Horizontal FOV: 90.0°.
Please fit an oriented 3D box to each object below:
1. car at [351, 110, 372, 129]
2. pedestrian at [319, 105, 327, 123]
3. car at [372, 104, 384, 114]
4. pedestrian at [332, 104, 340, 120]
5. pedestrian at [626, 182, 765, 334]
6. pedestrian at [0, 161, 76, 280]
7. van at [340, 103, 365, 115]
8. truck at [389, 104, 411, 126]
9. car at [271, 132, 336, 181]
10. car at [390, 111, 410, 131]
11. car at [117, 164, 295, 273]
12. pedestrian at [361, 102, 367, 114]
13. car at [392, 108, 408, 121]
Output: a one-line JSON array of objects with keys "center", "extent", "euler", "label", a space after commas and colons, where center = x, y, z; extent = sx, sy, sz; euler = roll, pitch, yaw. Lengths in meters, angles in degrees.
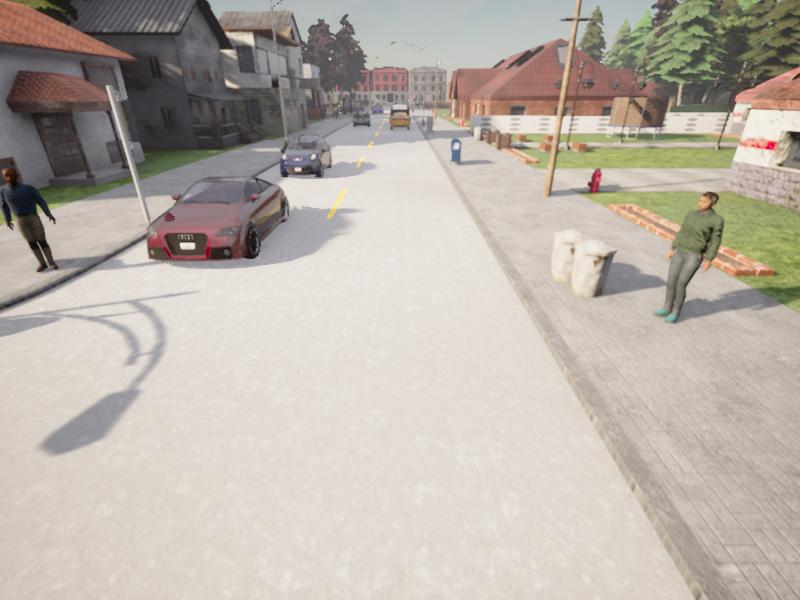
[{"center": [-3.999, -19.112, 42.264], "extent": [1.851, 1.617, 3.988], "euler": [0, 27, 0], "label": "car"}, {"center": [-9.217, -22.311, 47.958], "extent": [0.751, 1.860, 0.751], "euler": [0, 27, 0], "label": "pedestrian"}, {"center": [-3.985, -34.901, 73.221], "extent": [2.007, 1.525, 4.514], "euler": [0, 27, 0], "label": "car"}, {"center": [-8.480, -24.963, 53.145], "extent": [0.751, 1.860, 0.751], "euler": [1, 27, 1], "label": "pedestrian"}, {"center": [3.920, -0.576, 5.463], "extent": [0.751, 1.860, 0.751], "euler": [-7, 28, -13], "label": "pedestrian"}, {"center": [-6.621, -1.420, 7.117], "extent": [0.751, 1.860, 0.751], "euler": [-14, 30, -26], "label": "pedestrian"}, {"center": [-9.105, -36.862, 77.033], "extent": [4.442, 1.987, 1.775], "euler": [-2, 27, -3], "label": "van"}, {"center": [0.001, -21.871, 47.117], "extent": [2.390, 2.098, 6.274], "euler": [0, 27, 0], "label": "truck"}, {"center": [-3.998, -6.229, 17.163], "extent": [1.845, 1.501, 3.633], "euler": [0, 27, 0], "label": "car"}, {"center": [0.004, -18.221, 40.598], "extent": [1.882, 1.535, 5.008], "euler": [0, 27, 0], "label": "car"}, {"center": [-3.996, -2.081, 9.228], "extent": [1.994, 1.385, 4.181], "euler": [0, 27, 0], "label": "car"}, {"center": [-6.311, -33.291, 69.407], "extent": [0.751, 1.860, 0.751], "euler": [8, 28, 16], "label": "pedestrian"}, {"center": [-0.008, -25.132, 54.138], "extent": [2.128, 1.511, 4.902], "euler": [0, 27, 0], "label": "car"}]
